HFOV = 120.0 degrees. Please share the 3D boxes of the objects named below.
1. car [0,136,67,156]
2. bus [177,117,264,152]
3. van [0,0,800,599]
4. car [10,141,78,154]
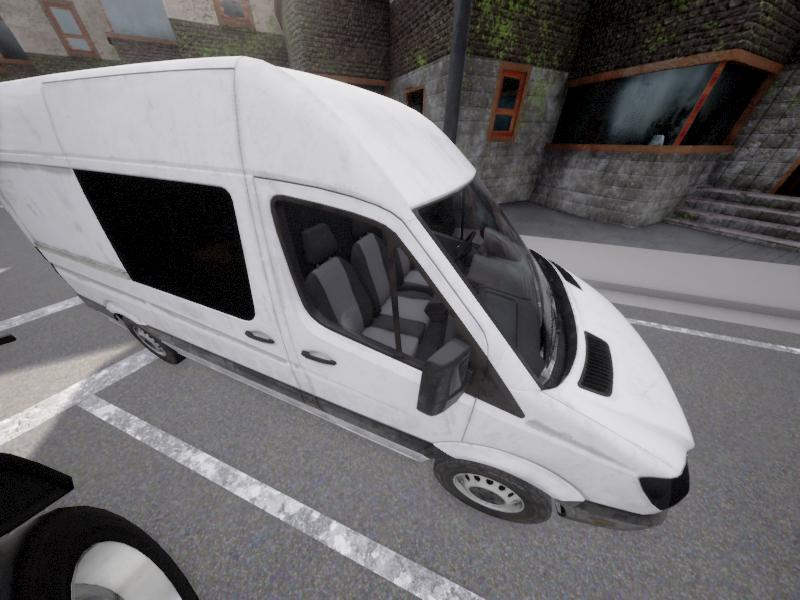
[{"bbox_3d":[-50.322,-20.787,31.119,5.566,2.045,2.150,-15,38,-21],"label":"car"},{"bbox_3d":[-29.041,-27.615,38.511,10.273,4.253,3.944,-16,38,-20],"label":"bus"},{"bbox_3d":[-0.873,-0.412,2.306,5.915,2.561,1.988,13,37,17],"label":"van"},{"bbox_3d":[-51.847,-22.398,33.848,5.008,1.535,1.882,-15,38,-21],"label":"car"}]
